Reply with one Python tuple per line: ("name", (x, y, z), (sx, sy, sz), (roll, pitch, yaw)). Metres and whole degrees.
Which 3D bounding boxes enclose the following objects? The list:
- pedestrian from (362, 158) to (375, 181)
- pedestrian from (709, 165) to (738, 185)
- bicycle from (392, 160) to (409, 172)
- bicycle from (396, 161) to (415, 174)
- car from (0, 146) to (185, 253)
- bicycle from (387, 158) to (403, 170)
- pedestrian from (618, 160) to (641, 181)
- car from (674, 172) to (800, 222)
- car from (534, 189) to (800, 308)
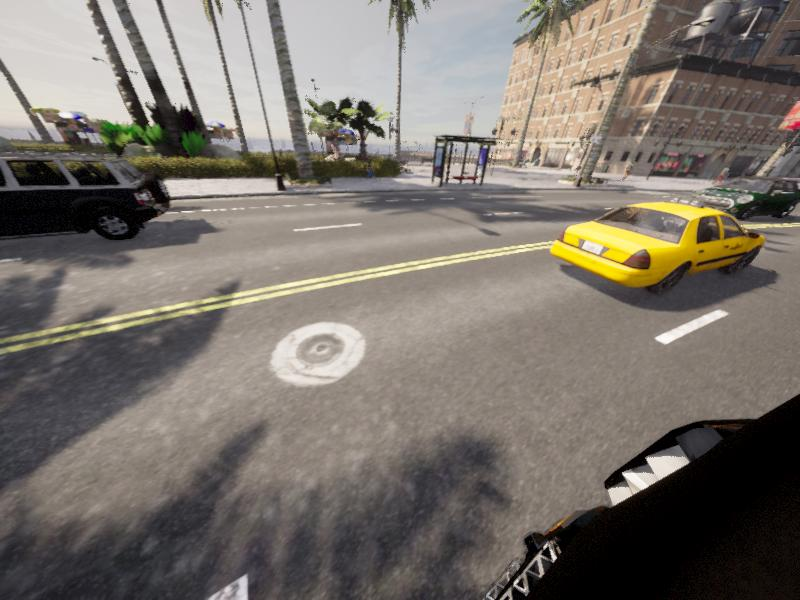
("pedestrian", (-2.205, -9.088, 16.093), (0.751, 1.300, 0.751), (-8, 35, -16))
("pedestrian", (34.185, -13.230, 24.449), (0.751, 1.860, 0.751), (-2, 34, -7))
("bicycle", (0.060, -13.382, 23.073), (1.643, 1.024, 0.373), (-5, 34, -11))
("bicycle", (0.483, -12.284, 21.440), (1.643, 1.024, 0.373), (-5, 34, -11))
("car", (-8.405, -2.362, 5.260), (4.605, 1.855, 1.932), (-16, 38, -26))
("bicycle", (-0.576, -15.028, 25.521), (1.643, 1.024, 0.373), (-5, 34, -11))
("pedestrian", (23.749, -13.396, 23.957), (0.751, 1.860, 0.751), (-7, 35, -14))
("car", (16.728, -5.047, 11.190), (4.553, 1.767, 2.097), (-6, 34, -13))
("car", (5.997, -1.433, 5.147), (5.366, 1.575, 1.801), (-10, 36, -19))
